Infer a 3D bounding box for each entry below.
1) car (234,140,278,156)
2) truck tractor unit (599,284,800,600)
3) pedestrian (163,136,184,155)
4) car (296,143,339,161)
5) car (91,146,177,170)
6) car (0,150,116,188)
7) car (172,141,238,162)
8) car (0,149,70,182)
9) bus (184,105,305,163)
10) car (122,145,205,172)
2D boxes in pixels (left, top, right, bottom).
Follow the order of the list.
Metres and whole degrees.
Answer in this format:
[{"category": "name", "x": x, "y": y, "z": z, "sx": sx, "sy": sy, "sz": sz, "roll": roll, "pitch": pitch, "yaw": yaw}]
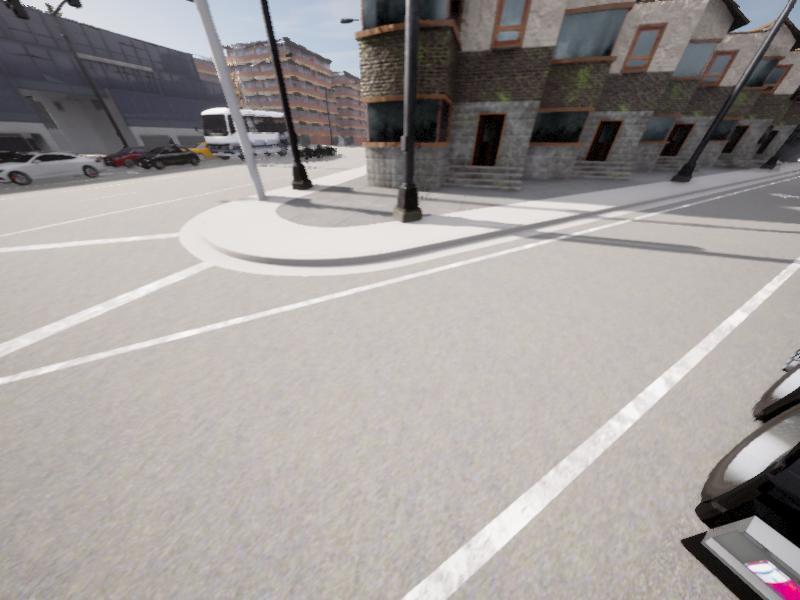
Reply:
[{"category": "car", "x": -18.221, "y": -19.515, "z": 29.572, "sx": 1.812, "sy": 1.442, "sz": 4.674, "roll": 11, "pitch": 38, "yaw": 14}, {"category": "truck tractor unit", "x": 5.144, "y": -0.265, "z": 0.738, "sx": 6.516, "sy": 4.208, "sz": 3.053, "roll": -17, "pitch": 38, "yaw": -23}, {"category": "pedestrian", "x": -26.250, "y": -17.918, "z": 26.799, "sx": 0.751, "sy": 1.860, "sz": 0.751, "roll": 4, "pitch": 35, "yaw": 5}, {"category": "car", "x": -8.874, "y": -16.310, "z": 25.316, "sx": 1.895, "sy": 1.301, "sz": 4.718, "roll": 10, "pitch": 38, "yaw": 14}, {"category": "car", "x": -22.130, "y": -12.063, "z": 19.502, "sx": 1.994, "sy": 1.385, "sz": 4.181, "roll": 11, "pitch": 37, "yaw": 15}, {"category": "car", "x": -20.752, "y": -7.860, "z": 13.612, "sx": 1.812, "sy": 1.442, "sz": 4.674, "roll": 10, "pitch": 37, "yaw": 14}, {"category": "car", "x": -20.237, "y": -15.713, "z": 24.351, "sx": 1.882, "sy": 1.535, "sz": 5.008, "roll": 10, "pitch": 38, "yaw": 14}, {"category": "car", "x": -24.345, "y": -8.029, "z": 13.798, "sx": 1.837, "sy": 1.490, "sz": 4.892, "roll": 10, "pitch": 37, "yaw": 14}, {"category": "bus", "x": -15.773, "y": -18.087, "z": 25.263, "sx": 3.944, "sy": 4.253, "sz": 10.273, "roll": 10, "pitch": 38, "yaw": 14}, {"category": "car", "x": -18.781, "y": -11.536, "z": 18.685, "sx": 1.816, "sy": 1.474, "sz": 4.193, "roll": 10, "pitch": 37, "yaw": 14}]
